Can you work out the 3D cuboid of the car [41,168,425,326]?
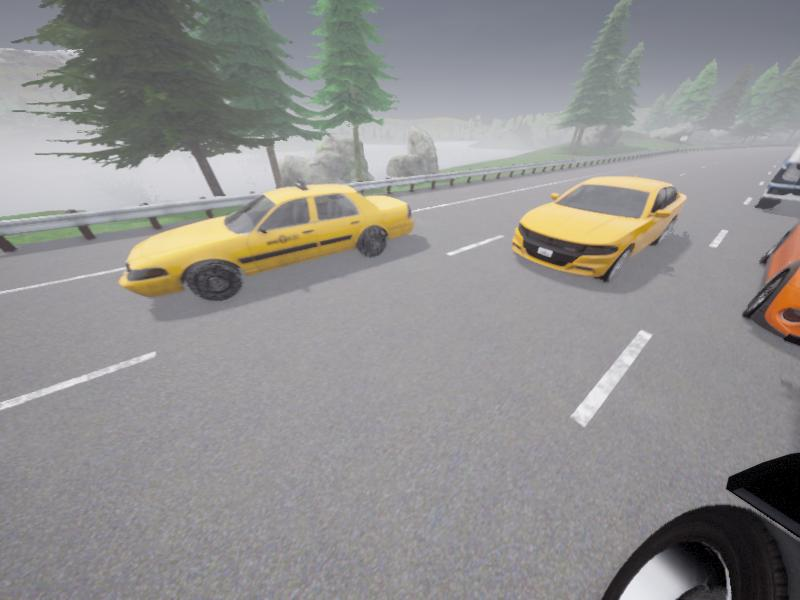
[{"bbox_3d":[-2.175,-1.584,4.796,5.366,1.575,1.801,-22,41,-28],"label":"car"}]

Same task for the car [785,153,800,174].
[{"bbox_3d":[29.951,-9.971,16.316,4.611,1.667,2.242,-23,41,-28],"label":"car"}]

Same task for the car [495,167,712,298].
[{"bbox_3d":[4.697,-1.933,5.266,5.008,1.535,1.882,-22,41,-28],"label":"car"}]

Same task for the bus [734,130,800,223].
[{"bbox_3d":[17.099,-5.621,8.029,10.273,4.253,3.944,-23,41,-28],"label":"bus"}]

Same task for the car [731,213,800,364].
[{"bbox_3d":[6.916,-0.480,2.967,4.553,1.767,2.097,-23,41,-28],"label":"car"}]
